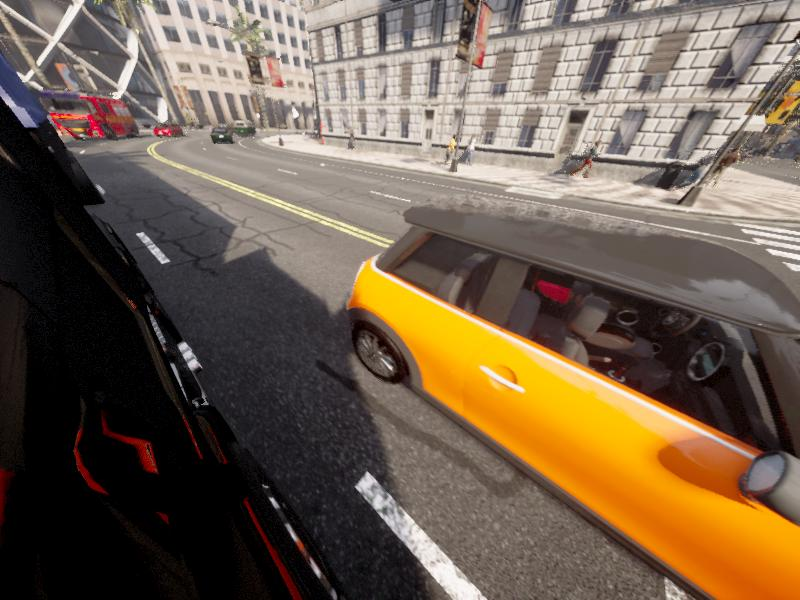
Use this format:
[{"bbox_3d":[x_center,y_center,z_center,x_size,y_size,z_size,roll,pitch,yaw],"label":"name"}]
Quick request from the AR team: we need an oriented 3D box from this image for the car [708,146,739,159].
[{"bbox_3d":[56.286,-25.790,40.328,1.882,1.535,5.008,27,43,29],"label":"car"}]

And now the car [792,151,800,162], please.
[{"bbox_3d":[69.246,-24.393,39.242,5.366,1.575,1.801,-25,45,-32],"label":"car"}]

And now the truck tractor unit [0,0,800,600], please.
[{"bbox_3d":[-2.645,-0.295,0.352,6.516,4.208,3.053,28,44,30],"label":"truck tractor unit"}]

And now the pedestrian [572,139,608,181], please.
[{"bbox_3d":[10.525,-7.766,12.830,0.751,1.860,0.751,32,46,33],"label":"pedestrian"}]

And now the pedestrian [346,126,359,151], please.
[{"bbox_3d":[-4.562,-15.501,22.208,0.751,1.860,0.751,28,43,29],"label":"pedestrian"}]

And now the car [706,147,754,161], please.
[{"bbox_3d":[51.604,-22.901,36.229,1.970,1.475,3.806,-15,40,-22],"label":"car"}]

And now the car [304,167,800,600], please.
[{"bbox_3d":[1.668,0.308,1.844,4.553,1.767,2.097,27,43,29],"label":"car"}]

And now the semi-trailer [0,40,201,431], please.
[{"bbox_3d":[-8.680,-3.617,4.245,14.254,4.402,2.717,28,44,30],"label":"semi-trailer"}]

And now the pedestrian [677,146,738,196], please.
[{"bbox_3d":[13.807,-5.846,10.472,0.751,1.860,0.751,27,43,29],"label":"pedestrian"}]

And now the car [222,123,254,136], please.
[{"bbox_3d":[-28.344,-30.109,40.711,2.152,1.651,5.027,2,37,-1],"label":"car"}]

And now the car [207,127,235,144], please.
[{"bbox_3d":[-20.418,-18.945,26.514,1.994,1.385,4.181,-17,41,-24],"label":"car"}]

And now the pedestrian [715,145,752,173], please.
[{"bbox_3d":[26.869,-11.363,18.657,0.751,1.860,0.751,29,44,30],"label":"pedestrian"}]

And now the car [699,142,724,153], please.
[{"bbox_3d":[76.979,-37.697,57.105,2.150,2.045,5.566,27,43,29],"label":"car"}]

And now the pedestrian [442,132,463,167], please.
[{"bbox_3d":[3.434,-9.884,15.212,0.751,1.860,0.751,27,43,28],"label":"pedestrian"}]

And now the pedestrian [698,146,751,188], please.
[{"bbox_3d":[17.541,-7.241,12.569,0.751,1.860,0.751,28,44,30],"label":"pedestrian"}]

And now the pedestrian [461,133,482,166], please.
[{"bbox_3d":[4.918,-10.375,15.961,0.751,1.860,0.751,-28,47,-35],"label":"pedestrian"}]

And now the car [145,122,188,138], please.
[{"bbox_3d":[-29.784,-21.862,29.688,2.007,1.525,4.514,-9,38,-14],"label":"car"}]

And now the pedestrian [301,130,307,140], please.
[{"bbox_3d":[-14.001,-24.009,33.608,0.500,1.100,0.500,-12,39,-19],"label":"pedestrian"}]

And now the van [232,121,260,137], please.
[{"bbox_3d":[-24.694,-27.553,37.223,1.775,1.987,4.442,-3,37,-7],"label":"van"}]

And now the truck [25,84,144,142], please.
[{"bbox_3d":[-30.780,-18.637,23.402,2.891,3.827,8.468,-13,40,-20],"label":"truck"}]
